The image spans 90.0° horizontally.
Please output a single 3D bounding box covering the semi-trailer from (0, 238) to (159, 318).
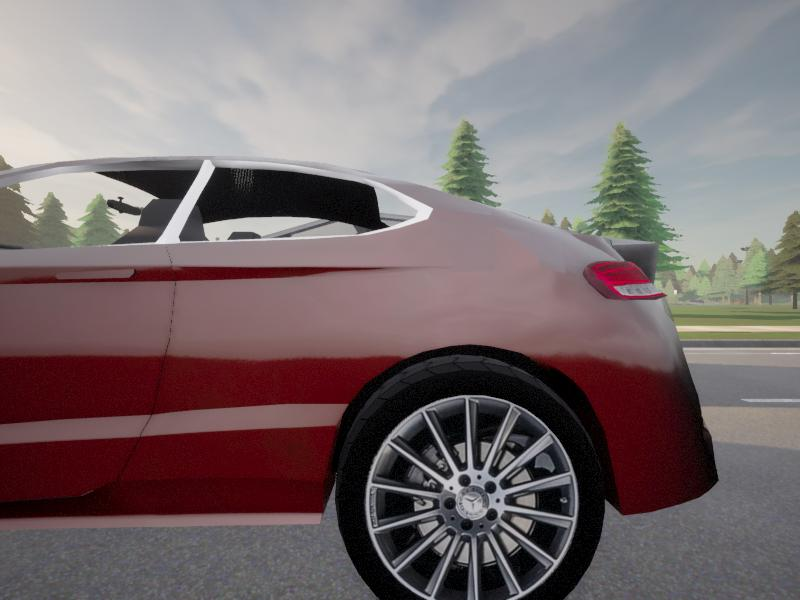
[{"bbox_3d":[-23.272,-1.239,29.112,2.717,4.402,14.254,0,0,1],"label":"semi-trailer"}]

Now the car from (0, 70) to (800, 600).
[{"bbox_3d":[-1.307,0.179,2.200,5.027,1.651,2.152,0,0,0],"label":"car"}]

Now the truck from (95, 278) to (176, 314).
[{"bbox_3d":[-19.761,-0.262,30.286,2.627,2.467,5.204,0,0,1],"label":"truck"}]

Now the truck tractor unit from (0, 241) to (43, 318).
[{"bbox_3d":[-23.375,-1.130,21.194,3.053,4.208,6.516,0,0,1],"label":"truck tractor unit"}]

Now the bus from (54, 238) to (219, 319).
[{"bbox_3d":[-16.190,-1.148,26.210,3.944,4.253,10.273,0,0,1],"label":"bus"}]

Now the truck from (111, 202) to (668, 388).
[{"bbox_3d":[-0.117,-0.058,5.701,6.274,2.098,2.390,0,0,0],"label":"truck"}]
